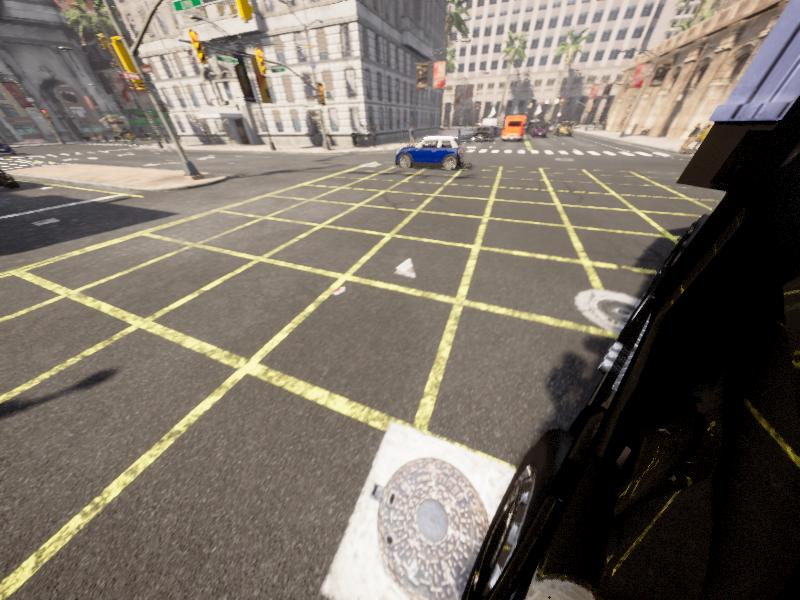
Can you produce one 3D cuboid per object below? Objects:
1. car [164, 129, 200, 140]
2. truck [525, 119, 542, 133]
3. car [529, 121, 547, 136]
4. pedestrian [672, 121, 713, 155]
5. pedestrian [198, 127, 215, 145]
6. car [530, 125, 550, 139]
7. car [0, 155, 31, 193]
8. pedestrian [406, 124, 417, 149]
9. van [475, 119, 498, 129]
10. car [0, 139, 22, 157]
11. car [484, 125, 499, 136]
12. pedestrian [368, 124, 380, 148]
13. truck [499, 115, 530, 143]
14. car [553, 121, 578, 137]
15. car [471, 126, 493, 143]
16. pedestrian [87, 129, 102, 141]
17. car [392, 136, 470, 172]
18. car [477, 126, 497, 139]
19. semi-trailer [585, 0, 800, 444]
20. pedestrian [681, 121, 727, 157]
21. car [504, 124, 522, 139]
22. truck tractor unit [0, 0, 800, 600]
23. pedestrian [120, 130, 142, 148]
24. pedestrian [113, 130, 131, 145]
[{"bbox_3d":[-45.917,-35.031,48.836,2.038,1.542,4.974,13,40,18],"label":"car"},{"bbox_3d":[27.756,-36.350,48.156,2.390,2.098,6.274,13,40,18],"label":"truck"},{"bbox_3d":[22.168,-27.697,37.264,1.905,1.878,3.866,13,40,18],"label":"car"},{"bbox_3d":[19.585,-10.873,15.520,0.751,1.860,0.751,17,41,22],"label":"pedestrian"},{"bbox_3d":[-25.061,-21.303,29.988,0.751,1.860,0.751,15,40,19],"label":"pedestrian"},{"bbox_3d":[19.946,-24.135,33.049,1.816,1.474,4.193,13,40,18],"label":"car"},{"bbox_3d":[-19.681,-5.678,10.156,4.974,1.542,2.038,13,40,17],"label":"car"},{"bbox_3d":[1.059,-15.222,21.486,0.751,1.860,0.751,12,40,17],"label":"pedestrian"},{"bbox_3d":[27.659,-56.362,73.812,6.366,2.431,2.351,13,40,18],"label":"van"},{"bbox_3d":[-43.027,-15.872,24.064,4.674,1.442,1.812,7,38,11],"label":"car"},{"bbox_3d":[15.914,-29.383,40.046,1.994,1.385,4.181,13,40,17],"label":"car"},{"bbox_3d":[-2.490,-15.856,22.322,0.751,1.860,0.751,8,39,12],"label":"pedestrian"},{"bbox_3d":[13.924,-21.002,28.338,2.627,2.467,5.204,13,40,17],"label":"truck"},{"bbox_3d":[24.454,-25.475,34.334,1.932,1.855,4.605,13,40,18],"label":"car"},{"bbox_3d":[10.430,-20.960,29.176,1.837,1.490,4.892,13,40,17],"label":"car"},{"bbox_3d":[-58.034,-31.376,43.927,0.751,1.860,0.751,-21,42,-24],"label":"pedestrian"},{"bbox_3d":[1.711,-8.282,12.998,3.806,1.475,1.970,13,40,18],"label":"car"},{"bbox_3d":[13.120,-25.130,34.589,2.033,1.411,5.357,13,40,18],"label":"car"},{"bbox_3d":[9.938,-2.131,2.380,14.254,4.402,2.717,-10,38,-11],"label":"semi-trailer"},{"bbox_3d":[19.532,-10.412,14.925,0.751,1.860,0.751,8,39,12],"label":"pedestrian"},{"bbox_3d":[16.533,-24.726,33.771,1.930,1.638,5.238,13,40,18],"label":"car"},{"bbox_3d":[2.645,-0.295,0.351,6.516,4.208,3.053,-28,43,-30],"label":"truck tractor unit"},{"bbox_3d":[-33.919,-20.295,29.140,0.751,1.860,0.751,11,39,15],"label":"pedestrian"},{"bbox_3d":[-42.489,-24.905,35.374,0.751,1.860,0.751,15,40,19],"label":"pedestrian"}]
